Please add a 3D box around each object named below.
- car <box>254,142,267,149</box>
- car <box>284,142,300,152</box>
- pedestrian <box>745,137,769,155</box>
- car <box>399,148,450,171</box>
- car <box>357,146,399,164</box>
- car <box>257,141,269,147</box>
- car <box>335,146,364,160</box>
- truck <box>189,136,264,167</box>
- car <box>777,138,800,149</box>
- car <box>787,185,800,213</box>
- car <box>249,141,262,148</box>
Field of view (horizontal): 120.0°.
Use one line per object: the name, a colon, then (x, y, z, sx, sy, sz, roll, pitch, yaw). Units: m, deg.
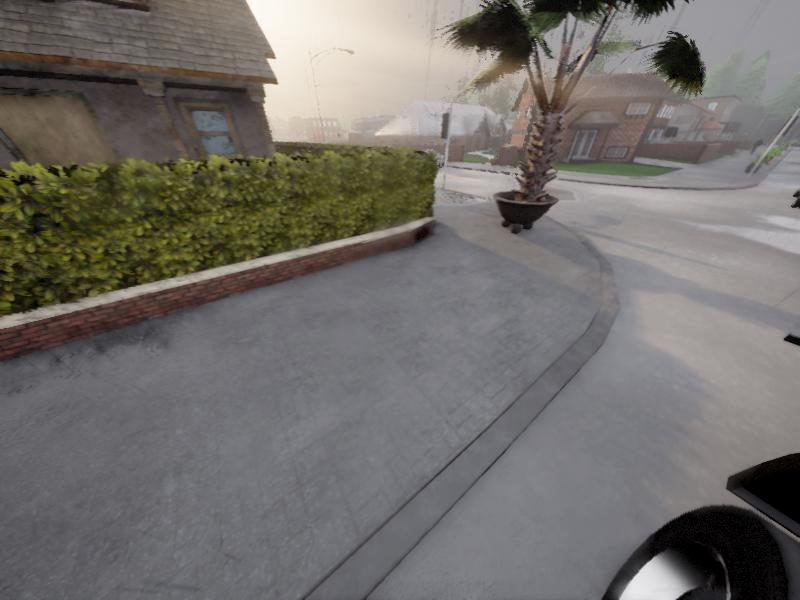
car: (-34.667, -38.386, 57.367, 1.994, 1.385, 4.181, -22, 41, -28)
car: (-21.634, -30.726, 46.253, 1.789, 1.549, 3.705, -4, 35, -6)
pedestrian: (44.321, -19.109, 28.671, 0.751, 1.860, 0.751, -23, 41, -28)
car: (2.019, -12.293, 20.093, 1.994, 1.385, 4.181, -24, 42, -30)
car: (-2.479, -16.040, 25.419, 2.033, 1.411, 5.357, -22, 41, -28)
car: (-43.706, -49.817, 73.681, 2.152, 1.651, 5.027, -22, 41, -28)
car: (-6.623, -19.237, 30.071, 1.895, 1.301, 4.718, -21, 40, -27)
truck: (-14.524, -12.581, 19.606, 4.478, 2.038, 2.069, -20, 40, -29)
car: (81.318, -31.755, 46.877, 2.152, 1.651, 5.027, 9, 36, 12)
car: (16.506, -4.253, 8.333, 5.238, 1.638, 1.930, -22, 41, -28)
car: (-39.103, -42.130, 62.495, 1.930, 1.638, 5.238, -22, 41, -28)
